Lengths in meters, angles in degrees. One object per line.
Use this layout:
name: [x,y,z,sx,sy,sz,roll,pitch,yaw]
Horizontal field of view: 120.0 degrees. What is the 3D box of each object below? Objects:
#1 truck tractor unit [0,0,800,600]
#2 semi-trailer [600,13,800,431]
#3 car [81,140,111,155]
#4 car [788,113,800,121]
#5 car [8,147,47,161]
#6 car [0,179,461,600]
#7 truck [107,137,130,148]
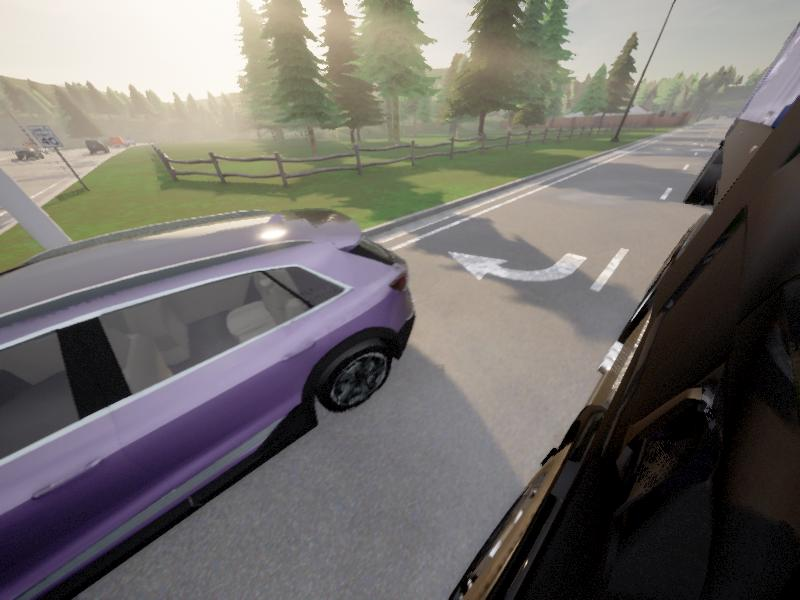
truck tractor unit: [2.645,-0.295,0.351,6.516,4.208,3.053,-28,44,-30]
semi-trailer: [8.558,-3.690,4.372,14.254,4.402,2.717,-30,45,-31]
car: [-56.066,-28.342,42.735,2.150,2.045,5.566,-29,44,-31]
car: [93.630,-42.792,54.002,4.902,1.511,2.128,-30,45,-31]
car: [-57.369,-22.630,35.667,1.837,1.490,4.892,-29,44,-31]
car: [-2.027,0.496,1.730,4.856,1.649,2.033,-27,44,-29]
truck: [-80.770,-45.376,66.389,2.627,2.467,5.204,-25,42,-27]
